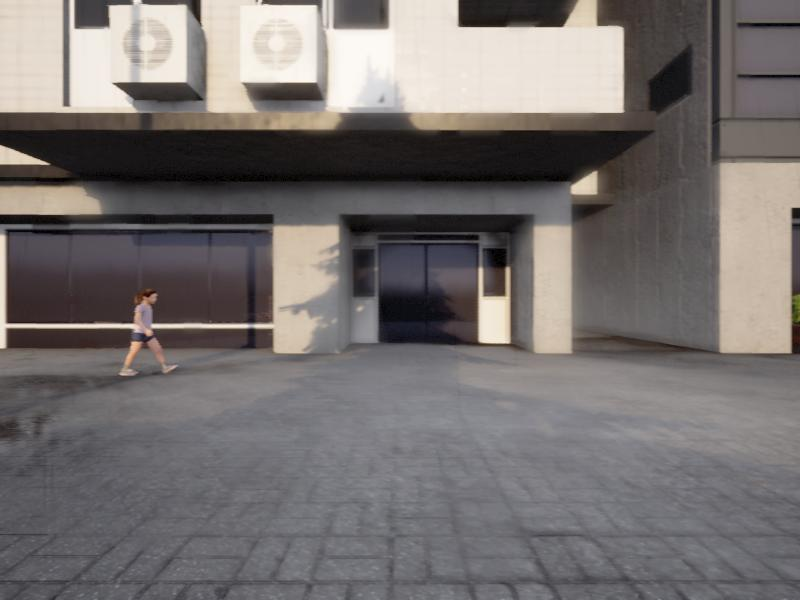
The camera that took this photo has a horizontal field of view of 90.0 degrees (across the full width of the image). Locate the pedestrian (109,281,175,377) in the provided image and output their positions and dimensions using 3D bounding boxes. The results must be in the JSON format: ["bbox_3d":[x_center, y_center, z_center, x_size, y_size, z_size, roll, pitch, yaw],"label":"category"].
[{"bbox_3d":[-3.123,0.336,4.872,0.500,1.100,0.500,0,0,-6],"label":"pedestrian"}]
